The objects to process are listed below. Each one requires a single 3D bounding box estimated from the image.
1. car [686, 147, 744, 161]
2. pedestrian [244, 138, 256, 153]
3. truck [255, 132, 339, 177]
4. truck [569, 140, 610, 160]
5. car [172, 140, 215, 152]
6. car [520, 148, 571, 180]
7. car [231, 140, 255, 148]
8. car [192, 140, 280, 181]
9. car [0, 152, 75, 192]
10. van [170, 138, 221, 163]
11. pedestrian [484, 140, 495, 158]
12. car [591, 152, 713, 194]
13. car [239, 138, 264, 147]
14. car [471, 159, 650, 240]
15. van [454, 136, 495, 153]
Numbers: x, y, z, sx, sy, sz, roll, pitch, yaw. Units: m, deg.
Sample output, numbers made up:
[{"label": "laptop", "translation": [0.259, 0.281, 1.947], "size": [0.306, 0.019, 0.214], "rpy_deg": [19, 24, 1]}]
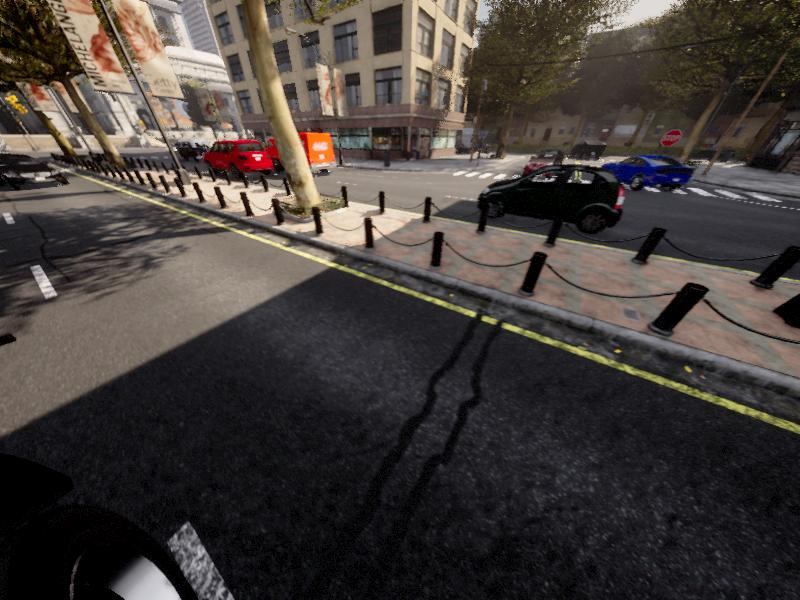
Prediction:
[{"label": "car", "translation": [42.449, -19.901, 31.335], "size": [4.181, 1.385, 1.994], "rpy_deg": [22, 41, 28]}, {"label": "pedestrian", "translation": [-22.404, -23.120, 34.593], "size": [0.751, 1.860, 0.751], "rpy_deg": [23, 41, 29]}, {"label": "truck", "translation": [-7.463, -10.755, 16.959], "size": [5.204, 2.467, 2.627], "rpy_deg": [21, 40, 26]}, {"label": "truck", "translation": [25.950, -20.919, 31.999], "size": [2.390, 2.098, 6.274], "rpy_deg": [11, 37, 14]}, {"label": "car", "translation": [-35.682, -26.776, 40.159], "size": [1.930, 1.638, 5.238], "rpy_deg": [13, 37, 17]}, {"label": "car", "translation": [10.399, -9.759, 16.455], "size": [1.851, 1.617, 3.988], "rpy_deg": [27, 43, 33]}, {"label": "car", "translation": [-37.011, -36.826, 54.519], "size": [1.970, 1.475, 3.806], "rpy_deg": [21, 40, 27]}, {"label": "car", "translation": [-11.029, -9.528, 15.554], "size": [5.566, 2.045, 2.150], "rpy_deg": [21, 40, 26]}, {"label": "car", "translation": [-19.931, -6.836, 12.179], "size": [4.674, 1.442, 1.812], "rpy_deg": [17, 38, 22]}, {"label": "van", "translation": [-21.838, -16.030, 24.689], "size": [4.480, 2.038, 2.069], "rpy_deg": [21, 40, 26]}, {"label": "pedestrian", "translation": [11.134, -18.881, 28.877], "size": [0.751, 1.860, 0.751], "rpy_deg": [19, 39, 25]}, {"label": "car", "translation": [13.731, -7.403, 13.201], "size": [1.882, 1.535, 5.008], "rpy_deg": [3, 35, 5]}, {"label": "car", "translation": [-33.971, -36.077, 52.912], "size": [1.851, 1.617, 3.988], "rpy_deg": [21, 40, 27]}, {"label": "car", "translation": [4.666, -3.396, 7.376], "size": [3.988, 1.617, 1.851], "rpy_deg": [21, 40, 26]}, {"label": "van", "translation": [13.711, -28.811, 42.803], "size": [6.366, 2.431, 2.351], "rpy_deg": [21, 40, 26]}]
